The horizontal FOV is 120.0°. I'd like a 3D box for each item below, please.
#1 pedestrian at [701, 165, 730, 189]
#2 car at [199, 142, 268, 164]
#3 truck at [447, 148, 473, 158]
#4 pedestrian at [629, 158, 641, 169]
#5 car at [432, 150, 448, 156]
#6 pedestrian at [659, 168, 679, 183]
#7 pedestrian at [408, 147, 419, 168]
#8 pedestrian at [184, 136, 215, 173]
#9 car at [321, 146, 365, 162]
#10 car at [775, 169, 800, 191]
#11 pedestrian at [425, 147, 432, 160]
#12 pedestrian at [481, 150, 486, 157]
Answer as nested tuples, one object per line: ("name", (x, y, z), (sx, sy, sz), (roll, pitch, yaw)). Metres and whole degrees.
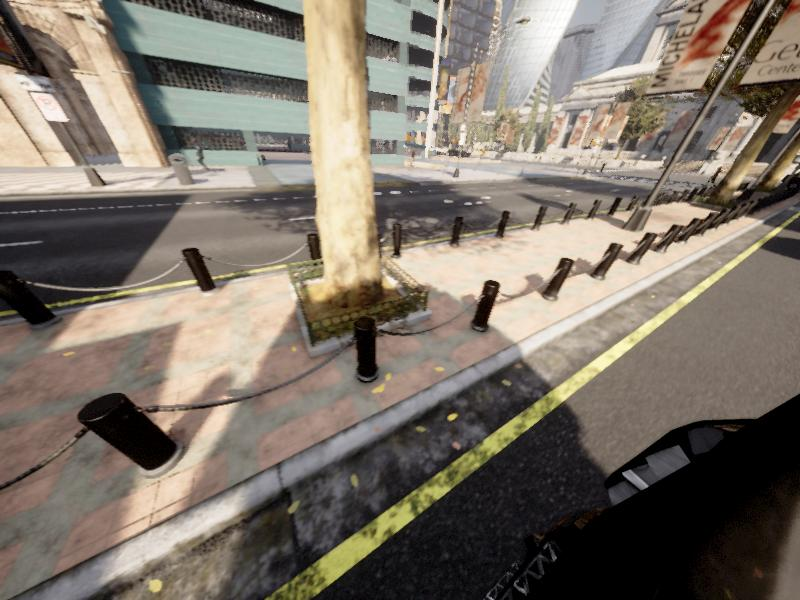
("pedestrian", (29.625, -11.580, 21.729), (0.751, 1.860, 0.751), (-19, 40, -29))
("car", (-15.158, -13.550, 21.367), (4.786, 1.482, 2.161), (-16, 38, -26))
("truck", (15.788, -38.839, 60.996), (2.390, 2.098, 6.274), (-27, 44, -36))
("pedestrian", (47.525, -27.590, 46.658), (0.751, 1.860, 0.751), (-16, 38, -26))
("car", (11.673, -43.134, 67.698), (4.181, 1.385, 1.994), (23, 39, 27))
("pedestrian", (28.682, -13.260, 24.655), (0.751, 1.300, 0.751), (-13, 37, -23))
("pedestrian", (1.424, -15.332, 24.826), (0.751, 1.860, 0.751), (-26, 43, -35))
("pedestrian", (-12.249, -8.909, 14.208), (0.751, 1.860, 0.751), (-13, 37, -22))
("car", (-7.191, -18.523, 29.311), (4.902, 1.511, 2.128), (-16, 38, -26))
("car", (43.157, -12.116, 23.611), (1.932, 1.855, 4.605), (-16, 38, -26))
("pedestrian", (4.911, -25.269, 39.872), (0.751, 1.860, 0.751), (14, 36, 16))
("pedestrian", (26.160, -46.213, 72.672), (0.751, 1.860, 0.751), (-22, 41, -32))
